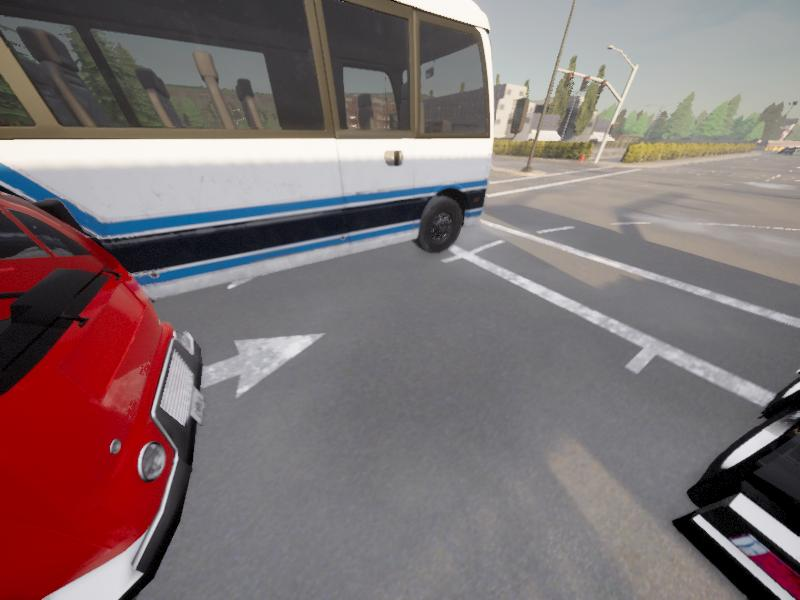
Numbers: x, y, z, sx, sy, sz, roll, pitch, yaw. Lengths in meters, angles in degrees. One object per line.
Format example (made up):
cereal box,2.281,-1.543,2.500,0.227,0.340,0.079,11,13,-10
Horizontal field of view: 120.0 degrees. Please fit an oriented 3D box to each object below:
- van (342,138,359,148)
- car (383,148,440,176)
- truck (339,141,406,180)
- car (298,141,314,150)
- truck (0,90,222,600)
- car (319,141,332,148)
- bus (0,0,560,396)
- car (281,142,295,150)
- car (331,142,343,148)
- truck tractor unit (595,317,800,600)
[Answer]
van,-14.682,-46.292,67.998,2.351,2.431,6.366,-19,40,-26
car,0.753,-11.684,19.311,2.152,1.651,5.027,-20,39,-26
truck,-2.280,-10.891,17.729,2.390,2.098,6.274,-20,39,-26
car,-22.473,-36.896,55.160,2.033,1.649,4.856,-19,39,-26
truck,-3.929,0.993,0.370,5.204,2.467,2.627,-19,39,-26
car,-21.271,-44.433,66.044,2.038,1.542,4.974,-19,39,-26
bus,-2.866,-2.562,3.919,10.273,4.253,3.944,-20,40,-26
car,-27.096,-37.343,55.838,2.038,1.542,4.974,-19,39,-26
car,-18.613,-45.727,68.007,1.812,1.442,4.674,-19,40,-26
truck tractor unit,5.197,-0.203,0.651,6.516,4.208,3.053,-14,38,-20
